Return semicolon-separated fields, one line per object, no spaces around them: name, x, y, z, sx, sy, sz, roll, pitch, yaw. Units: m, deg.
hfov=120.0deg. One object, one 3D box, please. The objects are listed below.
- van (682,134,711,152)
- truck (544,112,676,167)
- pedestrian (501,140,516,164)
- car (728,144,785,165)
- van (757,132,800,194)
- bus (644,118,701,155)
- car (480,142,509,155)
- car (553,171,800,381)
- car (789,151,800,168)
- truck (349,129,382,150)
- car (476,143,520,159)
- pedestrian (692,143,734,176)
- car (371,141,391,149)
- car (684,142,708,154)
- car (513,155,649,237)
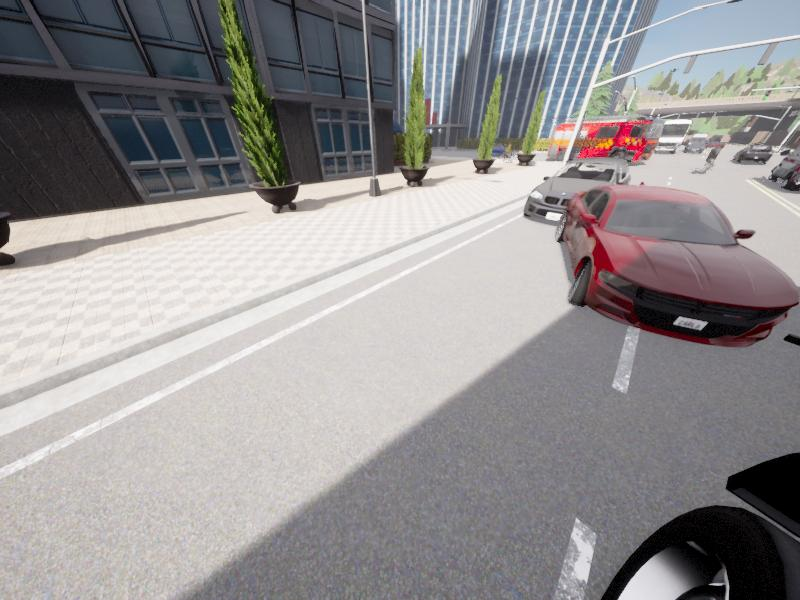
van;51.720;-27.483;40.384;1.988;2.561;5.915;29;45;35
truck;19.979;-15.906;23.057;2.891;3.827;8.468;-18;39;-24
pedestrian;10.190;-13.888;21.675;0.751;1.860;0.751;15;38;21
car;35.249;-14.565;23.036;2.128;1.511;4.902;29;45;35
van;21.436;-6.921;11.479;2.351;2.431;6.366;29;44;35
bus;43.147;-25.929;36.757;3.944;4.253;10.273;29;45;35
car;15.117;-24.383;37.145;3.705;1.549;1.789;30;45;35
car;4.375;-1.248;4.322;1.882;1.535;5.008;15;38;21
car;35.472;-11.902;19.106;2.242;1.667;4.611;29;45;35
truck;-8.355;-38.446;55.376;8.468;3.827;2.891;29;44;35
car;12.978;-20.011;30.879;4.856;1.649;2.033;29;44;35
pedestrian;21.141;-9.558;15.685;0.751;1.860;0.751;18;39;24
car;-4.709;-38.276;57.122;4.902;1.511;2.128;29;45;35
car;46.274;-23.840;36.198;1.812;1.442;4.674;30;45;35
car;6.196;-3.791;7.828;4.611;1.667;2.242;-29;44;-34
